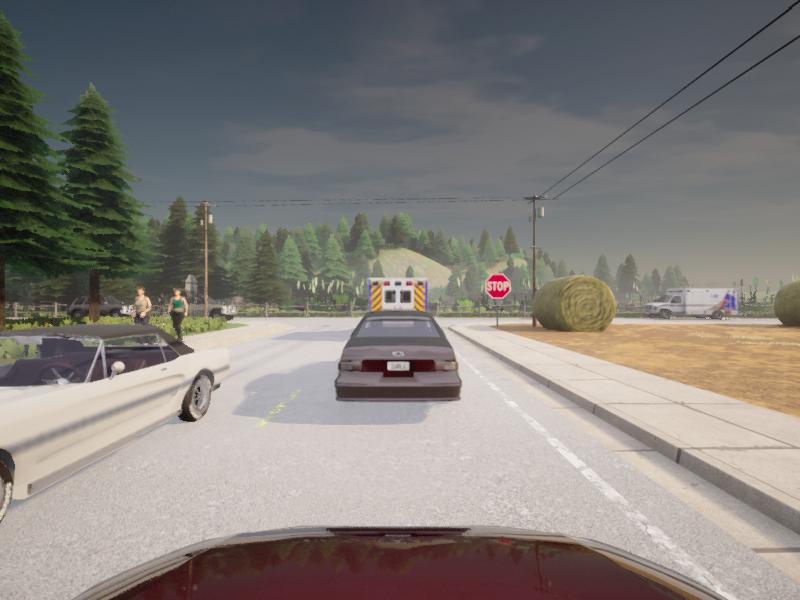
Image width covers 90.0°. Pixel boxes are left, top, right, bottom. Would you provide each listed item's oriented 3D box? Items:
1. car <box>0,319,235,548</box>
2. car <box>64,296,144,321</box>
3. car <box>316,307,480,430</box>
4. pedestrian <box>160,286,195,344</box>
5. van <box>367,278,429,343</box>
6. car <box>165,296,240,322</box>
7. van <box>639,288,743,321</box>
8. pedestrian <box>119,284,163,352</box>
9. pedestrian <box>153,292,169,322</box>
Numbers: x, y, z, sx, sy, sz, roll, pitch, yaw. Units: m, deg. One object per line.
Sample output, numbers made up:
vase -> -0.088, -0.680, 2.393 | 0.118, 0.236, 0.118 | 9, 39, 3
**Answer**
car -> -3.531, 0.944, 3.941 | 1.895, 1.301, 4.718 | 0, 0, 0
car -> -22.023, 0.617, 29.864 | 4.605, 1.855, 1.932 | 0, 0, 2
car -> -0.038, 0.895, 7.629 | 2.033, 1.411, 5.357 | 0, 0, 0
pedestrian -> -7.320, 0.485, 13.180 | 0.751, 1.860, 0.751 | 0, 0, -3
van -> -0.095, 0.378, 18.150 | 2.351, 2.431, 6.366 | 0, 0, 0
car -> -14.486, 0.617, 29.511 | 4.605, 1.855, 1.932 | 0, 0, 5
van -> 22.763, 0.343, 31.487 | 6.366, 2.431, 2.351 | 0, 0, 2
pedestrian -> -7.351, 0.485, 11.397 | 0.751, 1.860, 0.751 | 0, 0, 6
pedestrian -> -15.464, 0.450, 25.918 | 0.751, 1.860, 0.751 | 0, 0, -17
